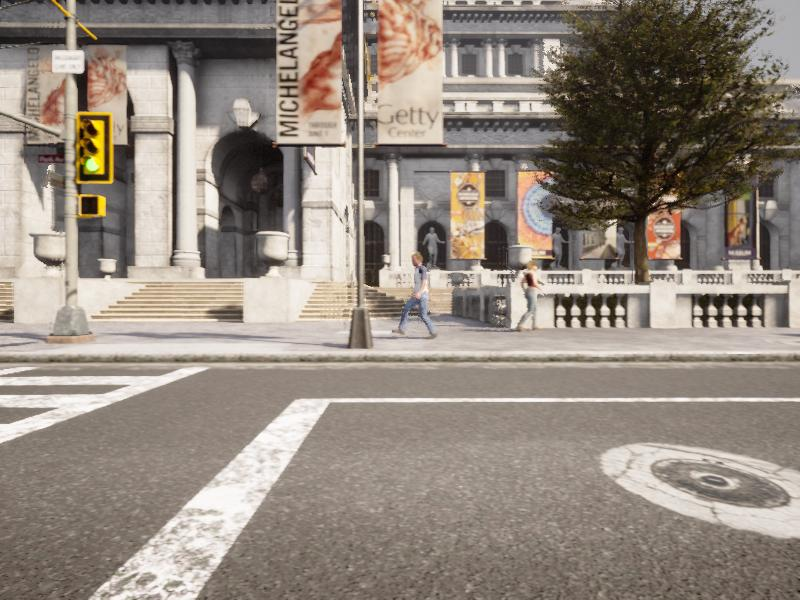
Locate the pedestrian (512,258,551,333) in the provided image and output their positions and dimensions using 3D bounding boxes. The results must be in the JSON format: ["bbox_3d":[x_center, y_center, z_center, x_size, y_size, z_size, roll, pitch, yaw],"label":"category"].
[{"bbox_3d":[3.368,-0.119,10.308,0.751,1.860,0.751,0,0,-3],"label":"pedestrian"}]

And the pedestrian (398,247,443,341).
[{"bbox_3d":[0.408,-0.115,8.376,0.751,1.860,0.751,0,0,-14],"label":"pedestrian"}]
